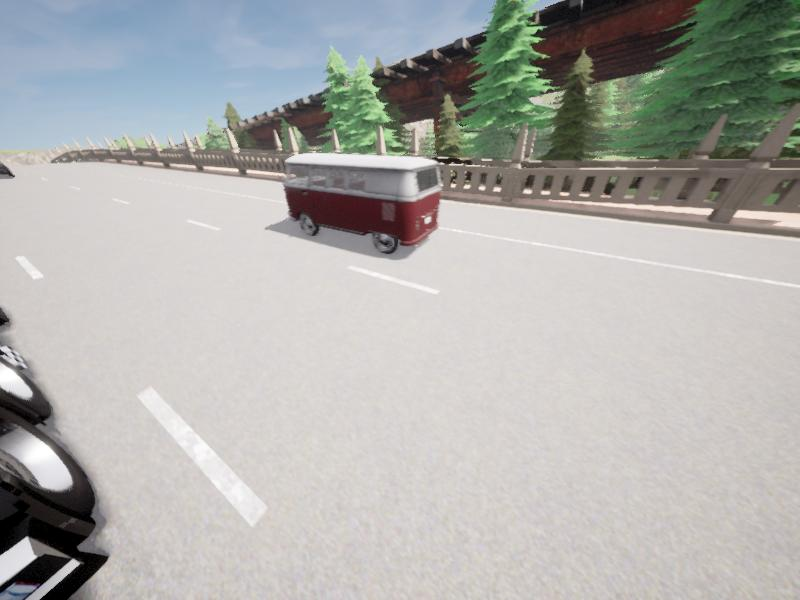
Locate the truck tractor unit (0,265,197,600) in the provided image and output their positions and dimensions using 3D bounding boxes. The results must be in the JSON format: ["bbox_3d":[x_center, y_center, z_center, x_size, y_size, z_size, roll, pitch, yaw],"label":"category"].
[{"bbox_3d":[-5.112,-0.298,0.781,6.516,4.208,3.053,18,39,24],"label":"truck tractor unit"}]

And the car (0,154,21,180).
[{"bbox_3d":[-31.258,-10.001,17.263,4.902,1.511,2.128,18,39,24],"label":"car"}]

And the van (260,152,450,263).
[{"bbox_3d":[-1.207,-2.718,6.194,4.442,1.987,1.775,18,39,24],"label":"van"}]
